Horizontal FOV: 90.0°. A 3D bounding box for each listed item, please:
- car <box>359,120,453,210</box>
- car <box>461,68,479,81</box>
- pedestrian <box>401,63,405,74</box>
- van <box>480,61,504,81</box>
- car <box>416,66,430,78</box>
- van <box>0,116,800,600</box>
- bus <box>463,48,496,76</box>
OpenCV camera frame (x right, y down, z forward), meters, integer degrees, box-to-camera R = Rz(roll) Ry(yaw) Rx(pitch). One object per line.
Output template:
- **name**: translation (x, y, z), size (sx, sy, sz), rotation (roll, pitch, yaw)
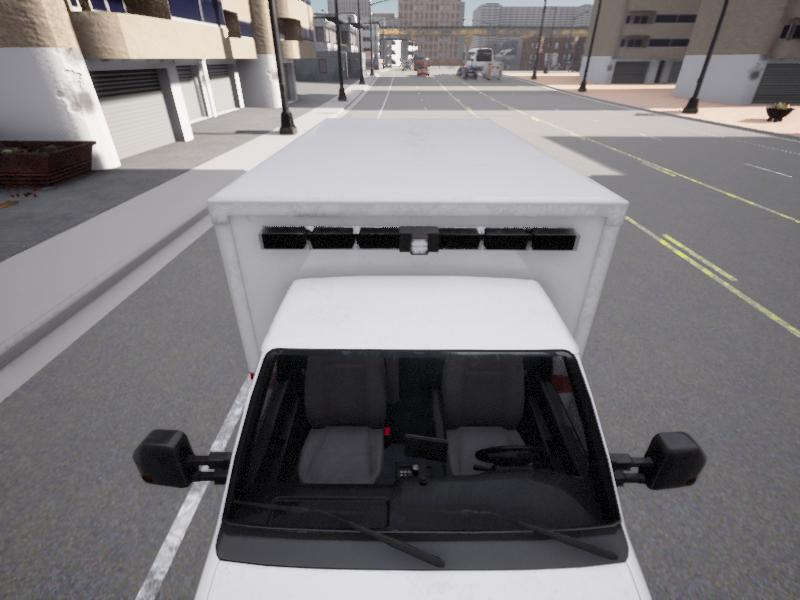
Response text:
- **car**: translation (0.144, -4.092, 11.529), size (2.128, 1.511, 4.902), rotation (0, 30, 0)
- **car**: translation (11.047, -35.782, 63.442), size (2.128, 1.511, 4.902), rotation (0, 32, 0)
- **pedestrian**: translation (0.590, -45.246, 78.254), size (0.751, 1.860, 0.751), rotation (-7, 32, -11)
- **van**: translation (14.552, -36.444, 63.559), size (2.351, 2.431, 6.366), rotation (0, 32, 0)
- **car**: translation (4.105, -40.468, 70.838), size (2.242, 1.667, 4.611), rotation (0, 32, 0)
- **van**: translation (0.092, 0.010, 3.604), size (2.351, 2.431, 6.366), rotation (0, 30, 0)
- **bus**: translation (14.515, -44.102, 74.115), size (3.944, 4.253, 10.273), rotation (0, 32, 0)
